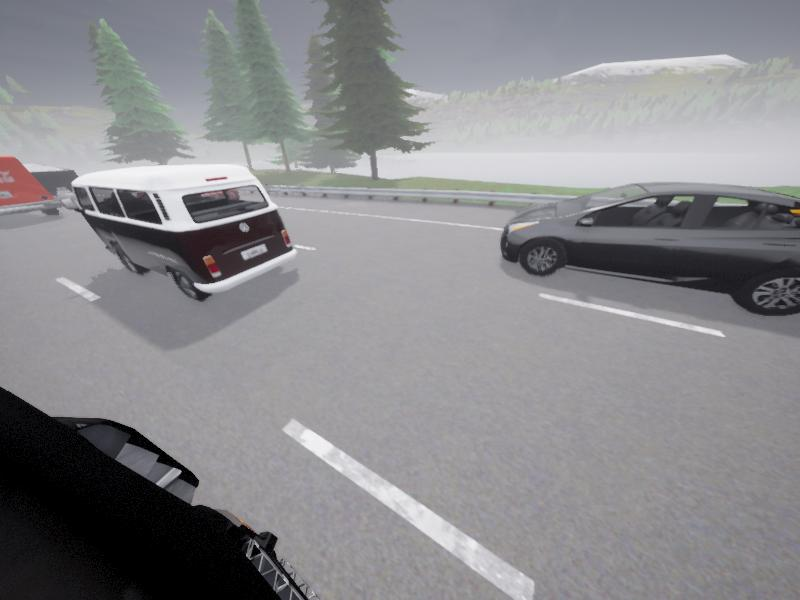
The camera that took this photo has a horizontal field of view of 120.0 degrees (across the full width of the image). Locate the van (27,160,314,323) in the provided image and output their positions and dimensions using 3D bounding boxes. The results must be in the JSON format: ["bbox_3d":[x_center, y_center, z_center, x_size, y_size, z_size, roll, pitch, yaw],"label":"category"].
[{"bbox_3d":[-4.388,-1.538,4.665,4.480,2.038,2.069,15,37,24],"label":"van"}]

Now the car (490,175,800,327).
[{"bbox_3d":[4.273,-1.200,4.070,4.514,1.525,2.007,16,38,25],"label":"car"}]

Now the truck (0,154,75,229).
[{"bbox_3d":[-18.249,-4.762,10.013,5.204,2.467,2.627,11,36,19],"label":"truck"}]

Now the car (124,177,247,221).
[{"bbox_3d":[-9.499,-4.606,10.272,4.718,1.301,1.895,13,37,22],"label":"car"}]

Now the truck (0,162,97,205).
[{"bbox_3d":[-23.954,-7.684,15.093,6.274,2.098,2.390,10,35,17],"label":"truck"}]
